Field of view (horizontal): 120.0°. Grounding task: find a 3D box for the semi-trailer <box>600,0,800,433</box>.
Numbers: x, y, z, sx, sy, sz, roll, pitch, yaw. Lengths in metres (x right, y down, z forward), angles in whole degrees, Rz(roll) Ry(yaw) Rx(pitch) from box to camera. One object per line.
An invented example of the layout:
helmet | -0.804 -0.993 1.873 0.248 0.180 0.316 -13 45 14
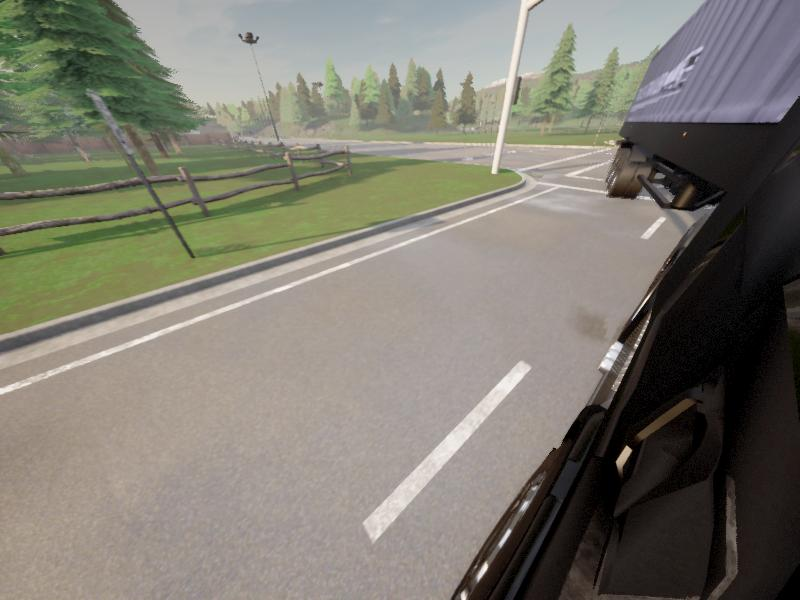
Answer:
semi-trailer | 7.405 -4.249 5.192 2.717 4.402 14.254 21 43 27

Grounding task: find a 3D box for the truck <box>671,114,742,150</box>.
truck | 25.253 -13.856 19.000 6.274 2.098 2.390 -27 43 -30

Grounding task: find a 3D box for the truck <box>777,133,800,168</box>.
truck | 21.484 -6.963 9.692 2.627 2.467 5.204 -30 45 -32

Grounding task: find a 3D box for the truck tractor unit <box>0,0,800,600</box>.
truck tractor unit | 2.645 -0.295 0.351 6.516 4.208 3.053 -28 44 -30
